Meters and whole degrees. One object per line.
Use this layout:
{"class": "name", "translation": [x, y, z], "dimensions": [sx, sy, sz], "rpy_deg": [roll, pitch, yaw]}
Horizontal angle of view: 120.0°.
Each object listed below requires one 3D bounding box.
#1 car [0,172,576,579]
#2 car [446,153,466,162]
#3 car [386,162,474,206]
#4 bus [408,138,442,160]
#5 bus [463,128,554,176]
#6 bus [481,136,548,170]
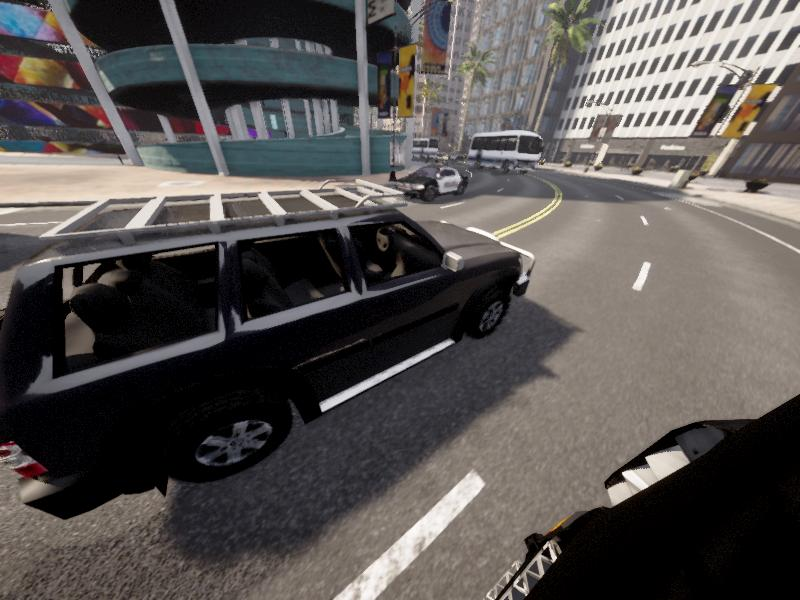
{"class": "car", "translation": [-0.555, -0.250, 2.599], "dimensions": [4.605, 1.855, 1.932], "rpy_deg": [-19, 39, -29]}
{"class": "car", "translation": [13.086, -33.625, 54.306], "dimensions": [2.038, 1.542, 4.974], "rpy_deg": [-11, 36, -20]}
{"class": "car", "translation": [1.714, -6.266, 12.166], "dimensions": [2.038, 1.542, 4.974], "rpy_deg": [26, 40, 32]}
{"class": "bus", "translation": [6.062, -39.126, 59.657], "dimensions": [3.944, 4.253, 10.273], "rpy_deg": [-11, 36, -20]}
{"class": "bus", "translation": [12.849, -18.667, 29.223], "dimensions": [3.944, 4.253, 10.273], "rpy_deg": [-7, 34, -17]}
{"class": "bus", "translation": [19.083, -25.424, 39.857], "dimensions": [3.944, 4.253, 10.273], "rpy_deg": [-6, 35, -16]}
